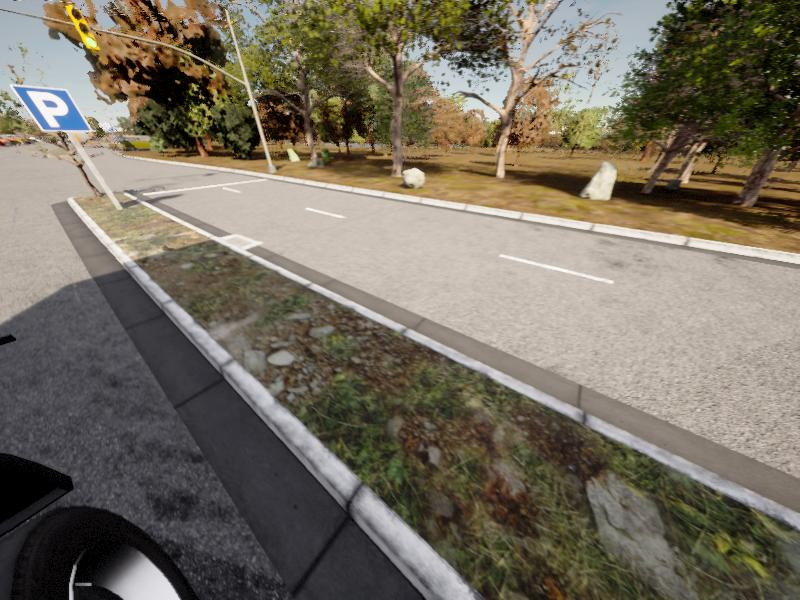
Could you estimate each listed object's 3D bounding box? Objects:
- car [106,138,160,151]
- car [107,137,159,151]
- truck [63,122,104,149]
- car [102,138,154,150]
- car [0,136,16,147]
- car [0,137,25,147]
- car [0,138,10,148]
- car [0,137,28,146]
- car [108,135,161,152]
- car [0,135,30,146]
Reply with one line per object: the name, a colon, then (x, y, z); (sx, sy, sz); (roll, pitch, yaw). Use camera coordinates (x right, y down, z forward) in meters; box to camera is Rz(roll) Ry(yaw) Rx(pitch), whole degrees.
car: (-43.887, -25.696, 38.158); (1.946, 1.575, 5.366); (13, 37, 18)
car: (-41.754, -24.536, 36.322); (2.185, 1.767, 4.553); (13, 37, 17)
truck: (-59.941, -31.333, 44.008); (8.468, 3.827, 2.891); (30, 45, 35)
car: (-46.224, -26.654, 39.482); (1.946, 1.575, 5.366); (14, 37, 18)
car: (-79.002, -30.528, 44.547); (2.185, 1.767, 4.553); (15, 39, 20)
car: (-83.245, -32.925, 48.116); (2.097, 1.535, 5.008); (15, 39, 21)
car: (-74.746, -27.928, 41.126); (2.097, 1.535, 5.008); (15, 39, 20)
car: (-85.406, -34.093, 49.748); (1.946, 1.575, 5.366); (16, 39, 21)
car: (-39.553, -23.436, 34.614); (1.878, 1.987, 4.442); (13, 37, 17)
car: (-87.368, -35.703, 51.609); (1.878, 1.987, 4.442); (16, 39, 21)
